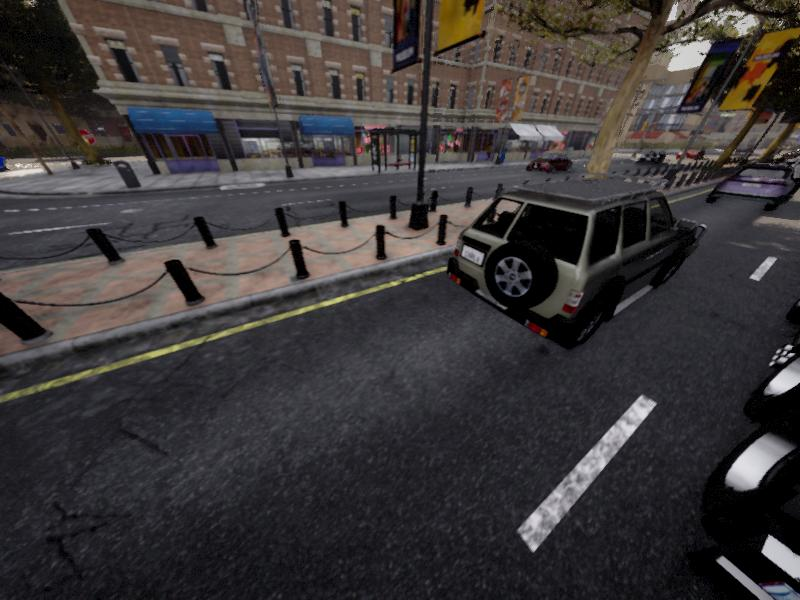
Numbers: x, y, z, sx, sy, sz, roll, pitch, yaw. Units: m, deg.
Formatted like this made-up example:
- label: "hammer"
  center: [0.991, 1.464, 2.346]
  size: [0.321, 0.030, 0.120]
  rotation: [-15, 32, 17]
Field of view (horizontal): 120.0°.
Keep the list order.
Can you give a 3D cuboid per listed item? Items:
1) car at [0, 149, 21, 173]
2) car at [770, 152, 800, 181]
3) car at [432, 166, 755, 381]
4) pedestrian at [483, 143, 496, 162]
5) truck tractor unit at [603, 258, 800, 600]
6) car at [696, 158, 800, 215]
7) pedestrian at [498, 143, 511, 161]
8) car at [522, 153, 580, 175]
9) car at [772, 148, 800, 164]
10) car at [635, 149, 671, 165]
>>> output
- label: "car"
  center: [-31.798, -10.202, 17.080]
  size: [1.882, 1.535, 5.008]
  rotation: [-19, 39, -26]
- label: "car"
  center: [30.137, -9.899, 17.064]
  size: [5.238, 1.638, 1.930]
  rotation: [-18, 39, -25]
- label: "car"
  center: [3.034, -0.973, 3.783]
  size: [4.605, 1.855, 1.932]
  rotation: [-18, 39, -26]
- label: "pedestrian"
  center: [10.350, -17.059, 26.703]
  size: [0.751, 1.860, 0.751]
  rotation: [-14, 37, -19]
- label: "truck tractor unit"
  center: [5.102, -0.310, 0.795]
  size: [6.516, 4.208, 3.053]
  rotation: [-19, 39, -25]
- label: "car"
  center: [15.735, -5.098, 10.050]
  size: [4.856, 1.649, 2.033]
  rotation: [-19, 39, -25]
- label: "pedestrian"
  center: [12.647, -17.980, 28.047]
  size: [0.751, 1.860, 0.751]
  rotation: [-11, 36, -16]
- label: "car"
  center: [12.837, -11.648, 19.678]
  size: [4.181, 1.385, 1.994]
  rotation: [-18, 39, -25]
- label: "car"
  center: [52.322, -18.851, 30.261]
  size: [1.837, 1.490, 4.892]
  rotation: [21, 40, 25]
- label: "car"
  center: [30.295, -17.188, 27.698]
  size: [3.806, 1.475, 1.970]
  rotation: [-25, 42, -32]
